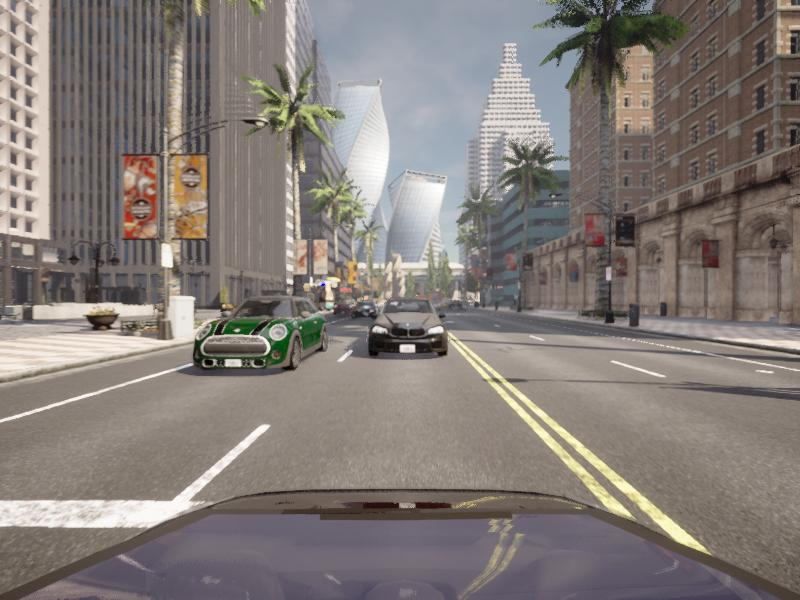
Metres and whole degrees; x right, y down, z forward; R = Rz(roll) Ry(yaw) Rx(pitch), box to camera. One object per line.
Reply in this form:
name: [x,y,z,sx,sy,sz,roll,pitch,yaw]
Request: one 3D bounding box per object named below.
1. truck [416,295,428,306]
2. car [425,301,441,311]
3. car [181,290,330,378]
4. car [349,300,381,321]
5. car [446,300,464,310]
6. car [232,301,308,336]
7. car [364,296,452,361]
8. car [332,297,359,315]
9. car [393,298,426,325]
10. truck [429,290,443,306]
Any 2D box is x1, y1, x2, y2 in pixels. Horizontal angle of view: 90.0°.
truck: [5.291,0.173,95.392,2.627,2.467,5.204,0,0,4]
car: [4.702,0.835,57.290,1.895,1.301,4.718,0,0,1]
car: [-3.299,0.669,10.292,2.097,1.767,4.553,0,0,1]
car: [-2.731,0.759,32.456,2.038,1.542,4.974,0,0,1]
car: [8.259,0.724,60.703,2.128,1.511,4.902,0,0,1]
car: [-6.245,0.808,19.943,2.163,1.488,4.792,0,0,1]
car: [0.258,0.730,12.543,2.242,1.667,4.611,0,0,1]
car: [-5.616,0.611,41.896,2.185,1.767,4.553,0,0,1]
car: [0.636,0.725,27.258,2.033,1.649,4.856,0,0,1]
truck: [8.976,-0.511,99.158,2.891,3.827,8.468,0,0,8]
